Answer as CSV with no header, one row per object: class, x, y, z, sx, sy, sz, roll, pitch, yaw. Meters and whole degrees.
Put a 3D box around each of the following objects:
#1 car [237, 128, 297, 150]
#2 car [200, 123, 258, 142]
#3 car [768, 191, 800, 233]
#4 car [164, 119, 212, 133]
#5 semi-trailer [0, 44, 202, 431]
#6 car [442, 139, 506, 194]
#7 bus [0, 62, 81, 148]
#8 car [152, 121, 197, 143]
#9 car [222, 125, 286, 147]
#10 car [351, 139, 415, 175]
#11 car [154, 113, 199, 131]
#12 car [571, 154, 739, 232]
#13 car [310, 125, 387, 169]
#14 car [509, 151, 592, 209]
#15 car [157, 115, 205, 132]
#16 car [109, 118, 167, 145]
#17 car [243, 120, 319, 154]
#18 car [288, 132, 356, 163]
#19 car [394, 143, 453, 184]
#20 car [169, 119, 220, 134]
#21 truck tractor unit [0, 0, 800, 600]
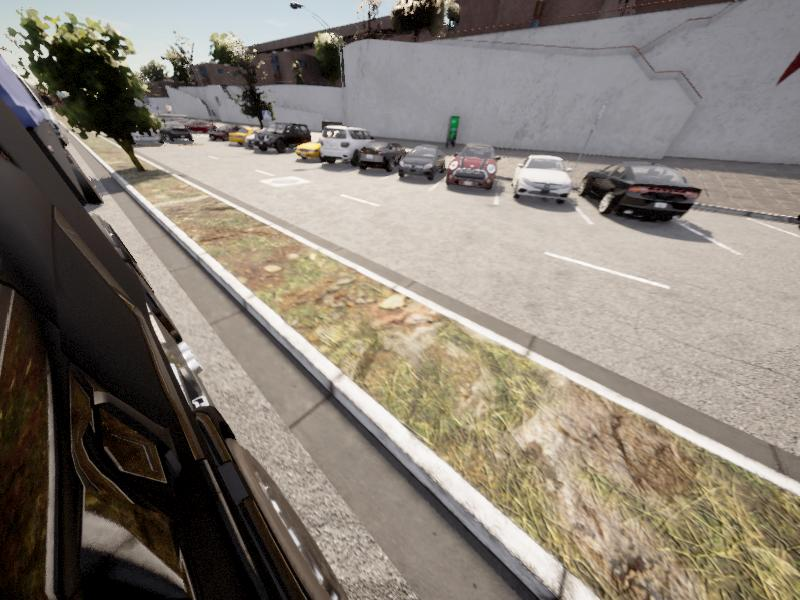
car,-12.319,-15.271,21.875,2.002,1.452,4.674,15,38,14
car,-19.208,-19.030,26.275,2.163,1.488,4.792,15,38,14
car,12.905,-1.699,5.402,2.163,1.488,4.792,14,38,15
car,-30.666,-25.328,33.676,2.002,1.452,4.674,15,38,14
semi-trailer,-8.700,-3.598,4.233,14.254,4.402,2.717,28,44,30
car,3.757,-6.742,11.366,2.185,1.767,4.553,14,38,15
bus,-28.440,-14.295,17.104,10.273,4.253,3.944,30,45,31
car,-22.794,-17.001,23.332,4.892,1.490,1.837,29,44,30
car,-14.556,-16.660,23.468,1.946,1.575,5.366,14,38,14
car,-0.847,-9.078,14.454,2.163,1.488,4.792,14,38,15
car,-35.167,-28.107,36.539,1.878,1.987,4.442,15,38,14
car,8.321,-4.176,8.411,2.097,1.535,5.008,14,38,15
car,-3.126,-10.536,15.778,2.435,2.045,5.566,14,38,15
car,6.033,-5.369,9.942,2.002,1.452,4.674,14,38,15
car,-32.943,-26.695,35.021,2.185,1.767,4.553,14,38,14
car,-22.919,-14.763,20.234,4.611,1.667,2.242,28,44,30
car,-10.018,-14.230,20.195,2.435,2.045,5.566,15,38,14
car,-5.501,-11.460,17.254,1.946,1.575,5.366,15,38,14
car,1.448,-7.816,12.941,2.002,1.452,4.674,15,38,14
car,-28.375,-24.062,32.173,2.163,1.488,4.792,15,38,14
truck tractor unit,-2.645,-0.295,0.351,6.516,4.208,3.053,28,44,30
